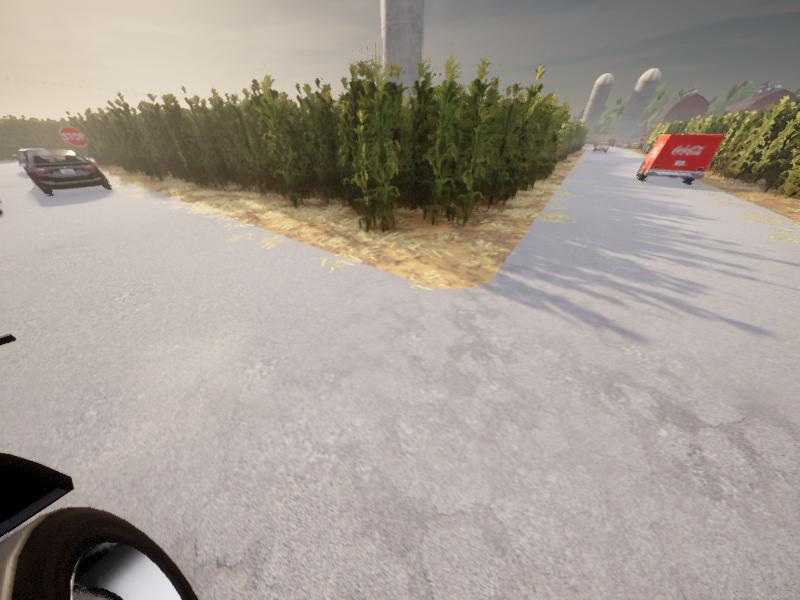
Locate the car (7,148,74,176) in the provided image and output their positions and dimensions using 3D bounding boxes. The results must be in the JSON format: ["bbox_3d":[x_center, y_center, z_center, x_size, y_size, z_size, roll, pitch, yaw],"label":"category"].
[{"bbox_3d":[-25.979,-10.062,16.697,3.806,1.475,1.970,22,41,28],"label":"car"}]

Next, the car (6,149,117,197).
[{"bbox_3d":[-16.757,-6.448,11.462,4.611,1.667,2.242,21,40,28],"label":"car"}]

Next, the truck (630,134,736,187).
[{"bbox_3d":[17.302,-9.013,14.687,2.627,2.467,5.204,22,40,28],"label":"truck"}]

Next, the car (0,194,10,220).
[{"bbox_3d":[-15.383,-3.566,7.723,4.718,1.301,1.895,22,41,28],"label":"car"}]
